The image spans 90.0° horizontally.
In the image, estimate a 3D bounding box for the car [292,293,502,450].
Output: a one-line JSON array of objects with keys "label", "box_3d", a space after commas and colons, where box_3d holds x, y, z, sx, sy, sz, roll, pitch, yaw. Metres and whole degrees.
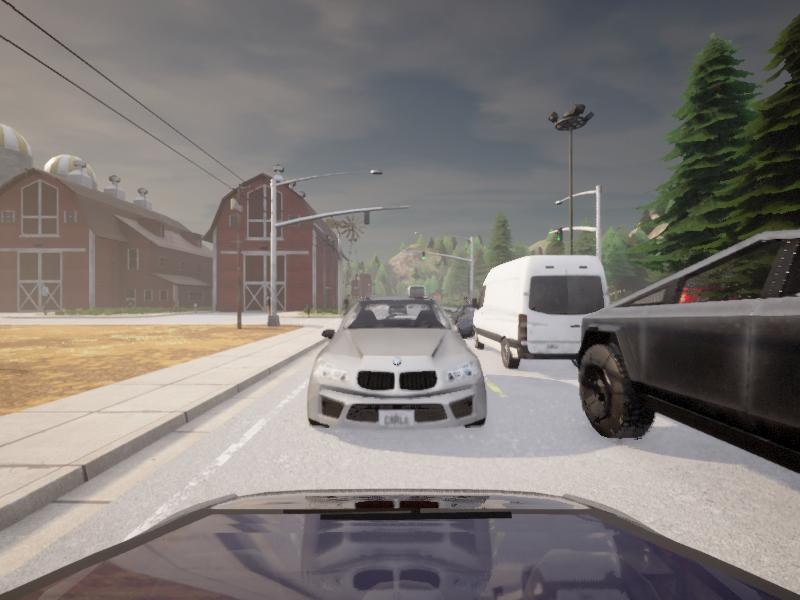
[{"label": "car", "box_3d": [-0.045, 0.755, 6.563, 2.242, 1.667, 4.611, 0, 0, 0]}]

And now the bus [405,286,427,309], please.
[{"label": "bus", "box_3d": [2.952, -0.531, 77.806, 3.944, 4.253, 10.273, 0, 0, 0]}]

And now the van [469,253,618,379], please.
[{"label": "van", "box_3d": [3.437, 0.323, 11.109, 1.988, 2.561, 5.915, 0, 0, 0]}]

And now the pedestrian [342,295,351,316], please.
[{"label": "pedestrian", "box_3d": [-4.791, 0.459, 35.690, 0.751, 1.860, 0.751, 0, 0, -4]}]

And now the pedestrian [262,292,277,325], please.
[{"label": "pedestrian", "box_3d": [-7.390, 0.462, 22.647, 0.751, 1.860, 0.751, 0, 0, -20]}]

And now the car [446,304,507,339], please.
[{"label": "car", "box_3d": [3.392, 0.907, 18.612, 1.994, 1.385, 4.181, 0, 0, 0]}]

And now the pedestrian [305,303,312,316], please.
[{"label": "pedestrian", "box_3d": [-8.072, 0.838, 35.331, 0.500, 1.100, 0.500, 0, 0, -34]}]

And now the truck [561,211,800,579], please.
[{"label": "truck", "box_3d": [3.470, 0.541, 2.499, 2.390, 2.098, 6.274, 0, 0, 0]}]

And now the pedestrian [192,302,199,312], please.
[{"label": "pedestrian", "box_3d": [-21.572, 0.719, 42.190, 0.500, 1.100, 0.500, 0, 0, 12]}]
